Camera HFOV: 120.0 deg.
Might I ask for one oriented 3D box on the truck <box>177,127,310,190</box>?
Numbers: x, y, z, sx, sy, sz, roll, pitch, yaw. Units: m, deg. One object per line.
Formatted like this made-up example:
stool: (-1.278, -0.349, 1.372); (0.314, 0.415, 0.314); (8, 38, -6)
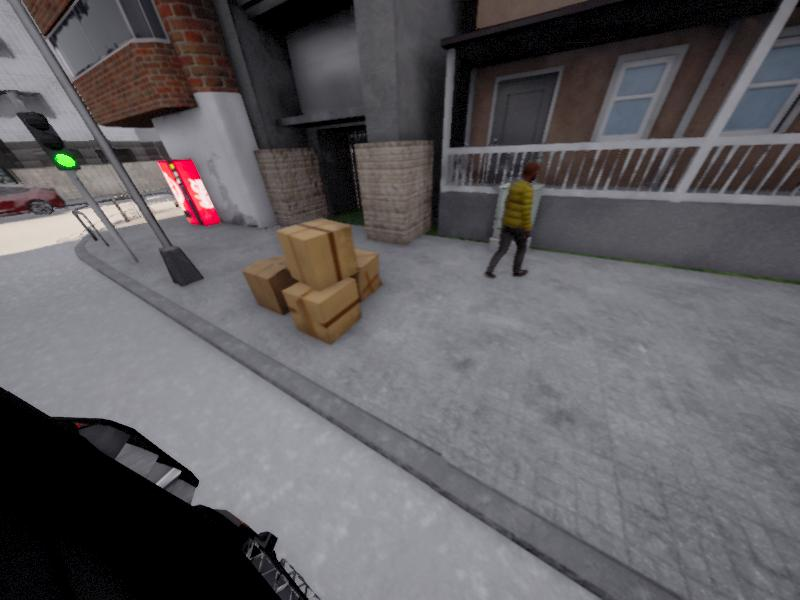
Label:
truck: (-12.643, -12.404, 20.107); (2.891, 3.827, 8.468); (16, 38, 26)

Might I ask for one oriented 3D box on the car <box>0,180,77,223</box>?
car: (-19.564, -4.457, 10.820); (2.163, 1.488, 4.792); (16, 38, 26)

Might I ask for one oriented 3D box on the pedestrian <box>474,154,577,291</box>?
pedestrian: (1.805, -1.178, 3.645); (0.751, 1.860, 0.751); (-8, 34, -7)
